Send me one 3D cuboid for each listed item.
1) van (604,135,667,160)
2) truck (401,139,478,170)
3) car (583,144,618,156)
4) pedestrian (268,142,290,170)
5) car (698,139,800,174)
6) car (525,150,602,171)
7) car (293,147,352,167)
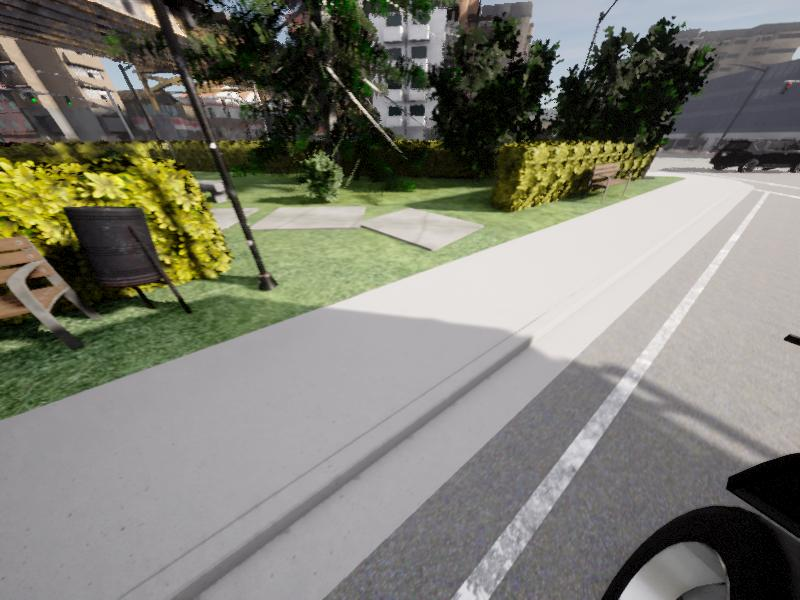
[{"bbox_3d":[30.160,-19.879,29.996,2.351,2.431,6.366,6,35,9],"label":"van"},{"bbox_3d":[3.362,-12.917,20.411,6.274,2.098,2.390,6,36,9],"label":"truck"},{"bbox_3d":[31.577,-23.867,36.603,2.128,1.511,4.902,6,35,9],"label":"car"},{"bbox_3d":[-9.401,-11.234,18.030,0.751,1.860,0.751,14,38,20],"label":"pedestrian"},{"bbox_3d":[26.863,-10.616,17.033,5.566,2.045,2.150,4,35,6],"label":"car"},{"bbox_3d":[13.237,-11.523,19.054,4.718,1.301,1.895,6,36,9],"label":"car"},{"bbox_3d":[-7.344,-13.814,22.306,4.792,1.488,2.163,6,36,9],"label":"car"}]
